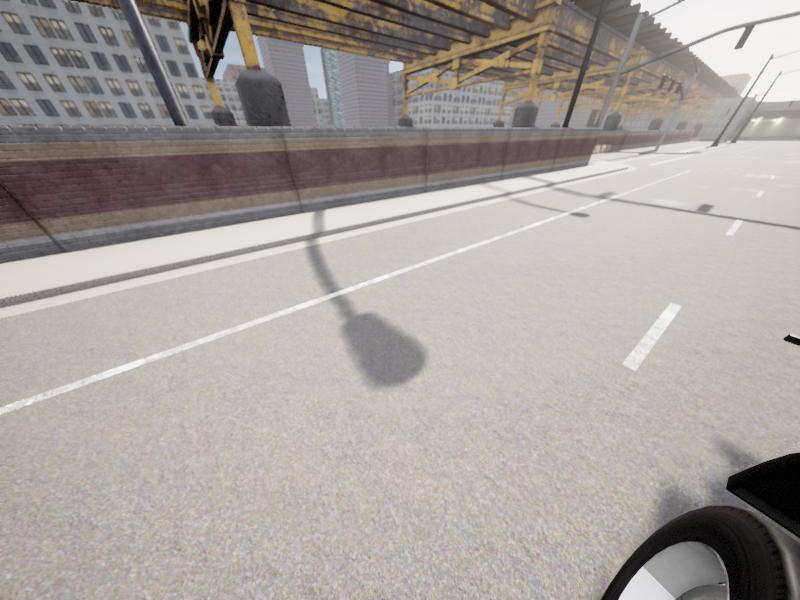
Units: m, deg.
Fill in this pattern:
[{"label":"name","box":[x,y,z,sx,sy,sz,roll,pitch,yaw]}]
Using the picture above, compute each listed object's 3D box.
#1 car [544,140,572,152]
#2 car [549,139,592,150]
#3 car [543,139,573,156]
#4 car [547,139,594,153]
[{"label":"car","box":[20.181,-19.842,29.698,1.853,1.218,4.536,10,37,15]},{"label":"car","box":[24.051,-22.013,32.663,4.536,1.218,1.853,-4,36,-5]},{"label":"car","box":[20.167,-19.685,29.750,2.038,1.542,4.974,10,37,15]},{"label":"car","box":[24.105,-21.889,32.759,4.974,1.542,2.038,-4,36,-5]}]
